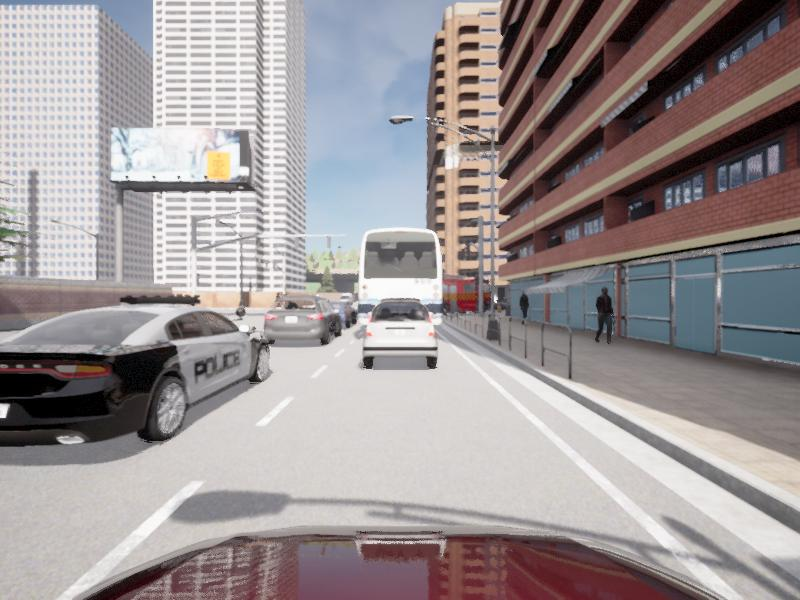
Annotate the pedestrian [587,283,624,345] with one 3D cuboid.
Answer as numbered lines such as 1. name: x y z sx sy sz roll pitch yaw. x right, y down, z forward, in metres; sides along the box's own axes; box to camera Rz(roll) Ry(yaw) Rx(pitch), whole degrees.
1. pedestrian: 6.337 0.427 12.373 0.751 1.860 0.751 0 0 0

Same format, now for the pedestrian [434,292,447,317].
1. pedestrian: 3.056 0.343 30.491 0.751 1.860 0.751 0 0 -15

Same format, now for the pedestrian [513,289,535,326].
1. pedestrian: 6.329 0.389 20.454 0.751 1.860 0.751 0 0 -15

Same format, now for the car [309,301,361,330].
1. car: -3.487 0.790 22.457 2.033 1.411 5.357 0 0 0

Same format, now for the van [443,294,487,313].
1. van: 6.907 0.399 42.750 4.442 1.987 1.775 0 0 0

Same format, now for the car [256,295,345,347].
1. car: -3.492 0.682 15.080 2.242 1.667 4.611 0 0 0

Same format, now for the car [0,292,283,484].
1. car: -3.502 0.742 6.035 1.930 1.638 5.238 0 0 0

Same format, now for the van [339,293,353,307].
1. van: -10.464 -0.064 78.403 1.988 2.561 5.915 0 0 0

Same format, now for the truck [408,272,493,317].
1. truck: 4.975 -0.499 38.187 8.468 3.827 2.891 0 0 -38

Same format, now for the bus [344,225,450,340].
1. bus: -0.109 -0.631 20.011 3.944 4.253 10.273 0 0 0

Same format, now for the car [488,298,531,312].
1. car: 13.513 0.548 49.631 4.856 1.649 2.033 0 0 0

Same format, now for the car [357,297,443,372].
1. car: 0.007 0.738 10.631 1.851 1.617 3.988 0 0 0
